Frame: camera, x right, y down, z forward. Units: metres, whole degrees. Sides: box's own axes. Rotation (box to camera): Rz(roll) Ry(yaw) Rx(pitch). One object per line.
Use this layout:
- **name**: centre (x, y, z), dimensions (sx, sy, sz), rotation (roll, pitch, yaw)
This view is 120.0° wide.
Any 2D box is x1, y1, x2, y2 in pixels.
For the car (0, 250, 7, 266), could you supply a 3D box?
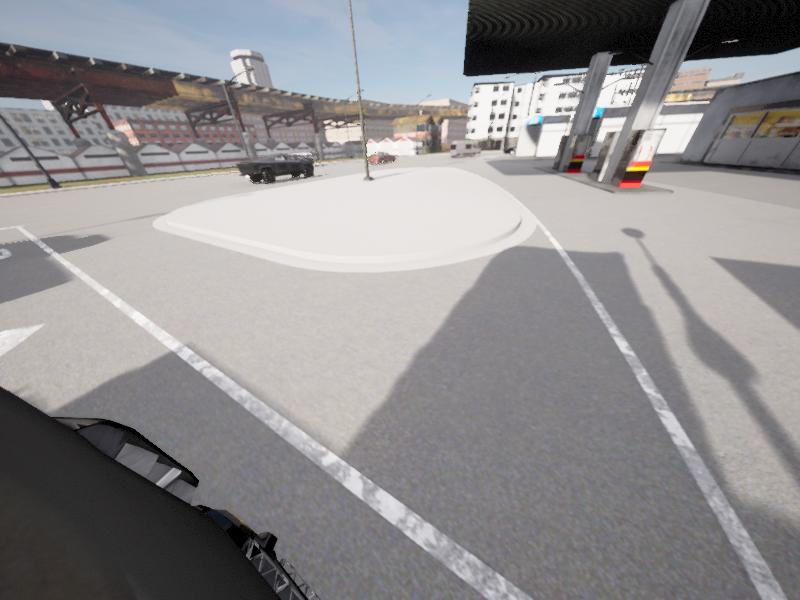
- **car**: centre (-12.491, -1.569, 5.886), dimensions (3.633, 1.501, 1.845), rotation (16, 38, 27)

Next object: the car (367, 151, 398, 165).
- **car**: centre (-2.702, -22.745, 36.960), dimensions (2.152, 1.651, 5.027), rotation (21, 41, 32)

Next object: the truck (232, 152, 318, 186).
- **truck**: centre (-10.854, -11.901, 20.815), dimensions (2.390, 2.098, 6.274), rotation (17, 39, 27)

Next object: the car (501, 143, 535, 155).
- **car**: centre (22.508, -28.827, 44.174), dimensions (5.238, 1.638, 1.930), rotation (-5, 34, -3)

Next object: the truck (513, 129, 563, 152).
- **truck**: centre (30.840, -35.824, 52.094), dimensions (8.468, 3.827, 2.891), rotation (0, 34, 5)

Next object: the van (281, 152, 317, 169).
- **van**: centre (-15.853, -22.106, 36.628), dimensions (2.069, 2.038, 4.480), rotation (17, 38, 27)

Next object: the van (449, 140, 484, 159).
- **van**: centre (12.118, -27.506, 42.168), dimensions (5.915, 2.561, 1.988), rotation (-17, 36, -20)
